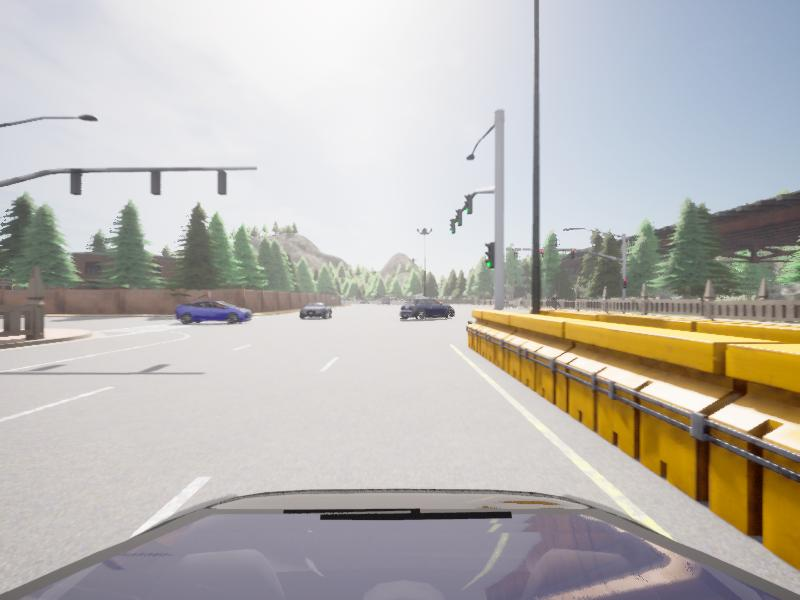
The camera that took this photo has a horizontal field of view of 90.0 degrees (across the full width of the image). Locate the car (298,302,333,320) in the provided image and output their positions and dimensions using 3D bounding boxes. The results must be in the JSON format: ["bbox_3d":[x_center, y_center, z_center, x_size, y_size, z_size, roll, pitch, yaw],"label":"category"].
[{"bbox_3d":[-6.928,0.863,33.182,1.994,1.385,4.181,0,0,0],"label":"car"}]

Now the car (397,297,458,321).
[{"bbox_3d":[2.189,0.653,31.681,4.553,1.767,2.097,0,0,-37],"label":"car"}]

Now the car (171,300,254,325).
[{"bbox_3d":[-12.135,0.793,26.182,4.514,1.525,2.007,0,0,-6],"label":"car"}]
